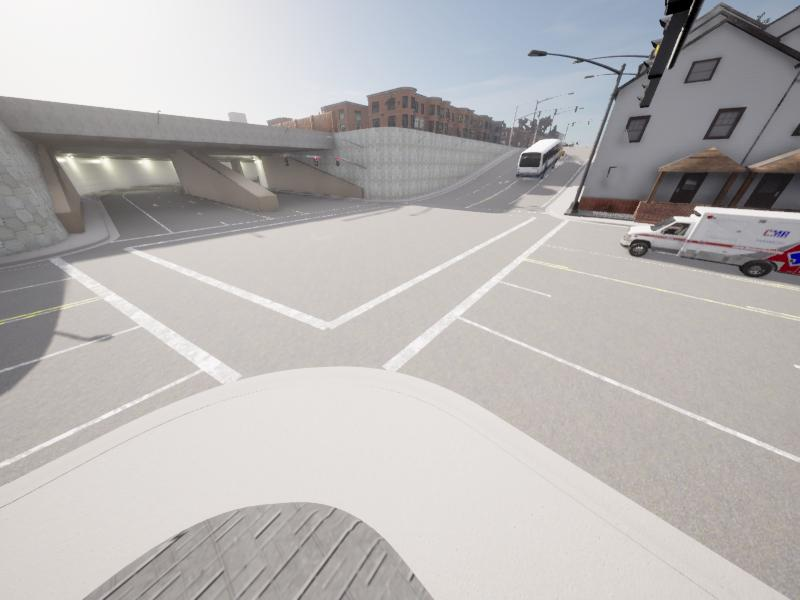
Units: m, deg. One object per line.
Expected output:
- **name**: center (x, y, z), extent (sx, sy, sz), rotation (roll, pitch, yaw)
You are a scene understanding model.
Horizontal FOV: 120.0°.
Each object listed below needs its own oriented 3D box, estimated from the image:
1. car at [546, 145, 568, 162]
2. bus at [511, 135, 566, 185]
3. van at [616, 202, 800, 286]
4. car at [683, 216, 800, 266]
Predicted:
- **car**: center (28.967, -27.085, 42.659), extent (1.801, 1.575, 5.366), rotation (24, 51, 34)
- **bus**: center (21.842, -22.115, 36.340), extent (3.944, 4.253, 10.273), rotation (24, 51, 34)
- **van**: center (14.908, -2.901, 10.908), extent (6.366, 2.431, 2.351), rotation (24, 38, 35)
- **car**: center (18.599, -3.250, 12.332), extent (3.988, 1.617, 1.851), rotation (24, 38, 35)
